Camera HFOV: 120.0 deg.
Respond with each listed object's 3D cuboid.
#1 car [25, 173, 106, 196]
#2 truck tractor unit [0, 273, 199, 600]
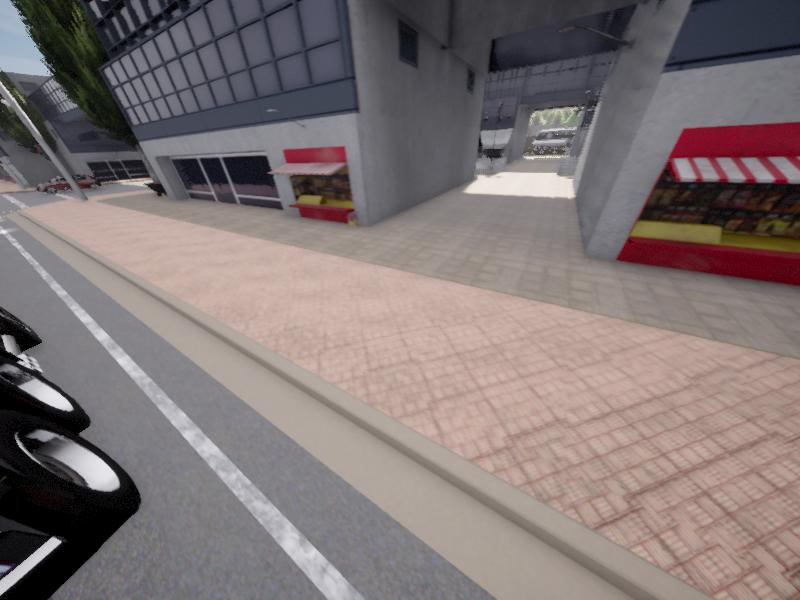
[{"bbox_3d":[-32.832,-11.516,22.840,1.816,1.474,4.193,16,38,26],"label":"car"},{"bbox_3d":[-5.276,-0.054,0.891,6.516,4.208,3.053,11,41,28],"label":"truck tractor unit"}]
